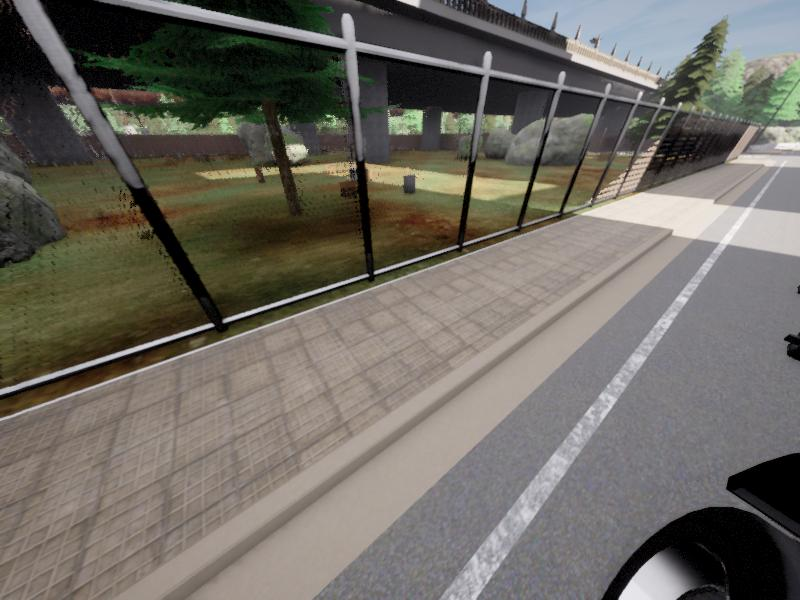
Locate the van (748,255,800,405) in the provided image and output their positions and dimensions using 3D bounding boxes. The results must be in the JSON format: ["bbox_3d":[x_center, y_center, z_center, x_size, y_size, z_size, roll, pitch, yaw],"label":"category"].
[{"bbox_3d":[6.328,-0.149,2.327,4.480,2.038,2.069,-21,40,-27],"label":"van"}]
